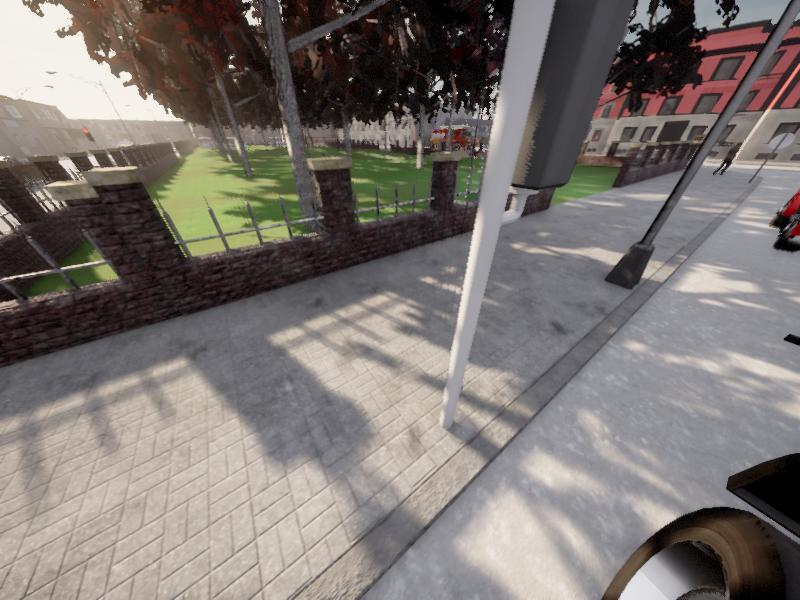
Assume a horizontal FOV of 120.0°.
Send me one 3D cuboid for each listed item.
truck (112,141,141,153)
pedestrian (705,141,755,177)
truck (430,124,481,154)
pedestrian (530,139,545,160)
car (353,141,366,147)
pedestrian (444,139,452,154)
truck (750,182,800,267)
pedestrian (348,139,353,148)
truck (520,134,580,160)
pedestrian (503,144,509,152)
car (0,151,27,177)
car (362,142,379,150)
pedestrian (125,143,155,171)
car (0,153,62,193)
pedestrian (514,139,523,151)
[{"bbox_3d":[-58.621,-32.973,49.692,2.390,2.098,6.274,-22,41,-28],"label":"truck"},{"bbox_3d":[20.469,-8.782,14.397,0.751,1.860,0.751,4,35,6],"label":"pedestrian"},{"bbox_3d":[9.219,-27.717,39.869,2.891,3.827,8.468,-22,41,-28],"label":"truck"},{"bbox_3d":[15.535,-17.007,26.105,0.751,1.860,0.751,-22,41,-28],"label":"pedestrian"},{"bbox_3d":[-12.728,-48.672,72.041,2.033,1.649,4.856,-22,41,-28],"label":"car"},{"bbox_3d":[7.369,-23.719,35.690,0.751,1.860,0.751,-22,41,-28],"label":"pedestrian"},{"bbox_3d":[10.900,-2.272,4.912,5.204,2.467,2.627,-22,41,-28],"label":"truck"},{"bbox_3d":[-12.822,-40.377,59.479,0.751,1.860,0.751,-16,38,-21],"label":"pedestrian"},{"bbox_3d":[18.683,-19.388,29.155,2.627,2.467,5.204,-23,41,-28],"label":"truck"},{"bbox_3d":[18.299,-26.255,39.870,0.500,1.100,0.500,29,44,34],"label":"pedestrian"},{"bbox_3d":[-30.538,-9.835,16.799,1.837,1.490,4.892,-22,40,-28],"label":"car"},{"bbox_3d":[-7.721,-40.433,60.578,2.152,1.651,5.027,-22,41,-28],"label":"car"},{"bbox_3d":[-20.616,-11.358,18.346,0.751,1.860,0.751,-22,41,-28],"label":"pedestrian"},{"bbox_3d":[-22.243,-7.281,13.097,2.128,1.511,4.902,-24,42,-30],"label":"car"},{"bbox_3d":[21.326,-27.913,41.627,0.751,1.860,0.751,-16,38,-21],"label":"pedestrian"}]
